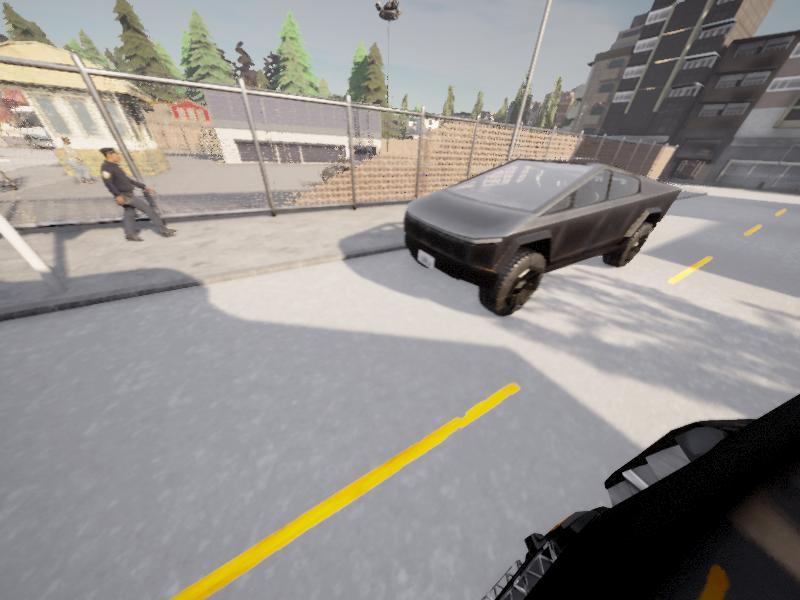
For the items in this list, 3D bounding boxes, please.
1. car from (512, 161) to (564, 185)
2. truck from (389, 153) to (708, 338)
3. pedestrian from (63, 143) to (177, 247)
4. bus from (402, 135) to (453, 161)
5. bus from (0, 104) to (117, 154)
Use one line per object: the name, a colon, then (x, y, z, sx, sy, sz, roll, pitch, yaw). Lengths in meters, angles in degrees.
car: (11.789, -10.874, 19.723, 3.705, 1.547, 1.789, -16, 38, -26)
truck: (3.112, -1.716, 4.885, 6.274, 2.098, 2.390, -16, 38, -26)
pedestrian: (-5.759, -2.218, 4.945, 0.751, 1.860, 0.751, -18, 39, -28)
bus: (5.928, -32.692, 49.835, 10.273, 4.253, 3.944, -18, 39, -29)
bus: (-40.610, -20.162, 27.370, 10.273, 4.253, 3.944, 14, 36, 16)
